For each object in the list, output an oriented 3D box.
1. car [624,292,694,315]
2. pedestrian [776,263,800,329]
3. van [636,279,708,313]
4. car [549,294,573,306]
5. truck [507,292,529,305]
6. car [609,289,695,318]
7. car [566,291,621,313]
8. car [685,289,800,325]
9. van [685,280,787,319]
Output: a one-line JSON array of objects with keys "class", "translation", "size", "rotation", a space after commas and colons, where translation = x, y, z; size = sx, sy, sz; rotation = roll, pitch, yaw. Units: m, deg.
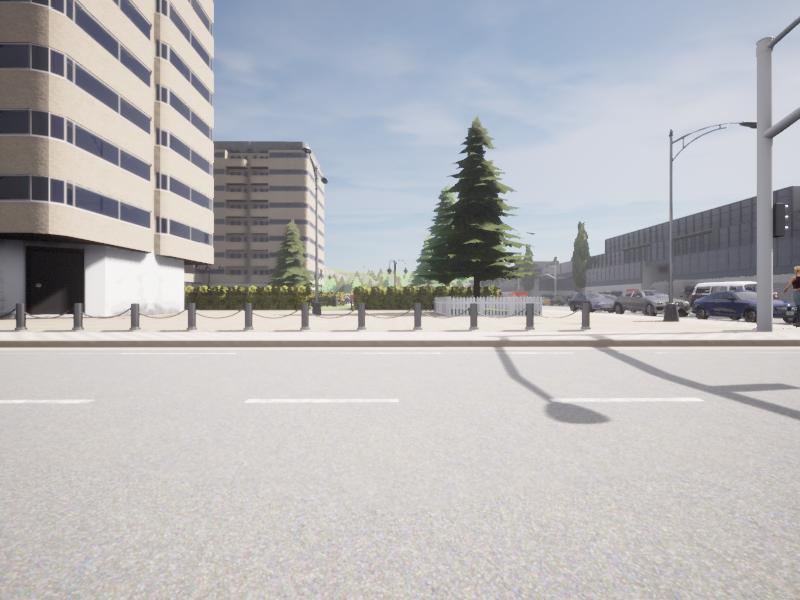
[{"class": "car", "translation": [18.953, 0.223, 29.598], "size": [1.882, 1.535, 5.008], "rotation": [0, 0, -1]}, {"class": "pedestrian", "translation": [11.569, -0.115, 11.559], "size": [0.751, 1.860, 0.751], "rotation": [0, 0, 12]}, {"class": "van", "translation": [22.415, -0.278, 33.351], "size": [1.988, 2.561, 5.915], "rotation": [0, 0, -1]}, {"class": "car", "translation": [25.550, 0.052, 63.515], "size": [1.932, 1.855, 4.605], "rotation": [0, 0, -1]}, {"class": "truck", "translation": [21.911, -0.245, 74.546], "size": [2.627, 2.467, 5.204], "rotation": [0, 0, -1]}, {"class": "car", "translation": [15.509, 0.181, 25.024], "size": [2.152, 1.651, 5.027], "rotation": [0, 0, -1]}, {"class": "car", "translation": [15.420, 0.178, 32.250], "size": [2.033, 1.649, 4.856], "rotation": [0, 0, -1]}, {"class": "car", "translation": [15.535, 0.270, 18.225], "size": [1.812, 1.442, 4.674], "rotation": [0, 0, 1]}, {"class": "van", "translation": [19.027, -0.029, 23.001], "size": [2.069, 2.038, 4.480], "rotation": [0, 0, -1]}]
